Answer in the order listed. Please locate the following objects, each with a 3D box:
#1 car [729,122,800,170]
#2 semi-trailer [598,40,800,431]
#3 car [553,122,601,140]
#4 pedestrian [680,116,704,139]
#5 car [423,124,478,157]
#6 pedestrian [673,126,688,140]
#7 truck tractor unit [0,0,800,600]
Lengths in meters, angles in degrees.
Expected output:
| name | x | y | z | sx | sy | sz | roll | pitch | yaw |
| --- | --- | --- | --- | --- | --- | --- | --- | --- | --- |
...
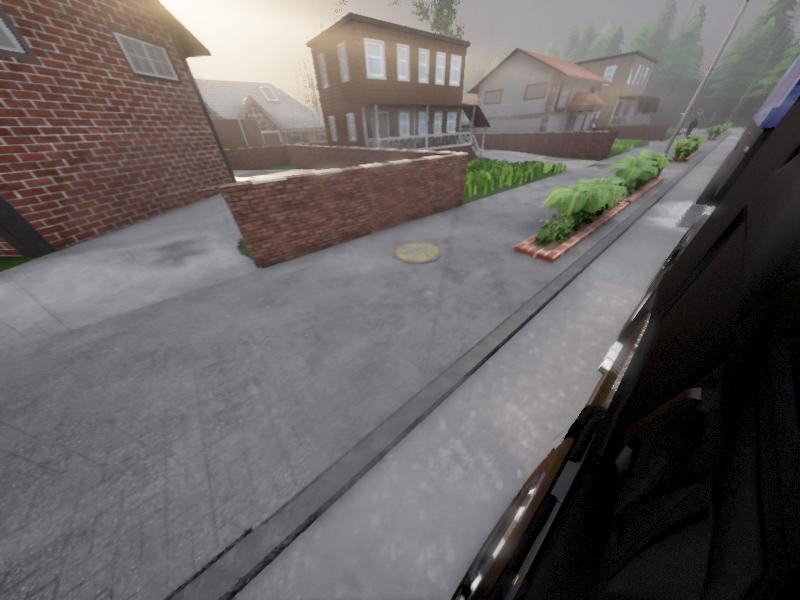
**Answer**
| name | x | y | z | sx | sy | sz | roll | pitch | yaw |
| --- | --- | --- | --- | --- | --- | --- | --- | --- | --- |
| car | 19.202 | -8.051 | 11.883 | 5.238 | 1.638 | 1.930 | -28 | 44 | -30 |
| semi-trailer | 8.694 | -3.603 | 4.240 | 14.254 | 4.402 | 2.717 | -28 | 44 | -30 |
| car | 19.845 | -19.000 | 26.033 | 1.845 | 1.501 | 3.633 | -28 | 44 | -30 |
| pedestrian | 30.247 | -17.869 | 23.973 | 0.751 | 1.860 | 0.751 | 26 | 45 | 32 |
| car | 3.890 | -12.408 | 17.903 | 3.866 | 1.878 | 1.905 | -28 | 44 | -30 |
| pedestrian | 28.808 | -17.172 | 23.764 | 0.500 | 1.100 | 0.500 | -27 | 43 | -29 |
| truck tractor unit | 2.645 | -0.295 | 0.351 | 6.516 | 4.208 | 3.053 | -28 | 44 | -30 |
